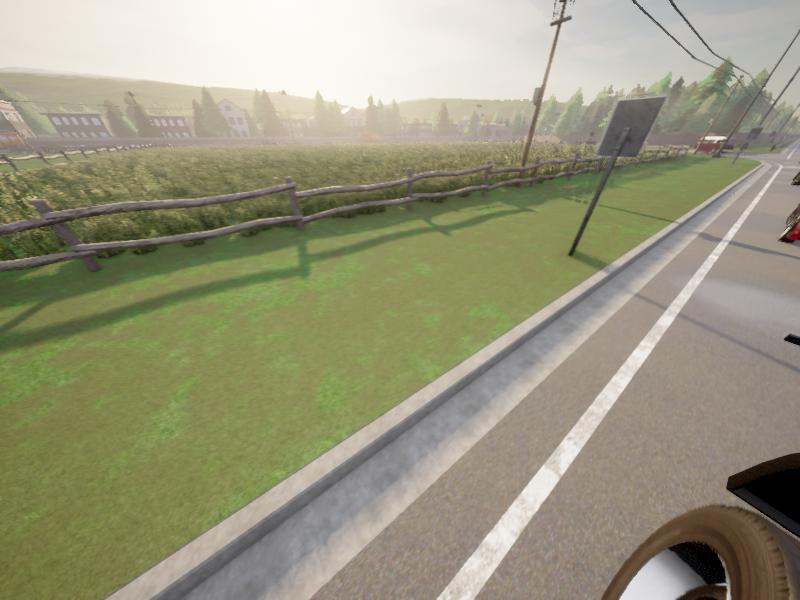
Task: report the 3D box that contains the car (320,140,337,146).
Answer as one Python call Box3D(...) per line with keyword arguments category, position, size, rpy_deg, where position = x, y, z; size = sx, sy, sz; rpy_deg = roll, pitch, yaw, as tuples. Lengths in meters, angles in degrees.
Box3D(category="car", position=(-24.111, -53.084, 78.019), size=(5.008, 1.535, 1.882), rpy_deg=(-22, 41, -28))

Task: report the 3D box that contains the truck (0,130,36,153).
Box3D(category="truck", position=(-83.659, -32.434, 47.305), size=(8.468, 3.827, 2.891), rpy_deg=(-22, 41, -28))

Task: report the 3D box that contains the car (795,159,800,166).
Box3D(category="car", position=(37.283, -12.662, 20.226), size=(4.792, 1.488, 2.163), rpy_deg=(-22, 41, -28))

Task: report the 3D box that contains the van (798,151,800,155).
Box3D(category="van", position=(58.123, -21.549, 31.811), size=(6.366, 2.431, 2.351), rpy_deg=(-22, 41, -28))

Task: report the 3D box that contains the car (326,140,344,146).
Box3D(category="car", position=(-21.289, -51.771, 76.128), size=(5.366, 1.575, 1.801), rpy_deg=(-22, 41, -28))

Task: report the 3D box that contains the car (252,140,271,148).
Box3D(category="car", position=(-37.895, -42.745, 63.202), size=(3.866, 1.878, 1.905), rpy_deg=(-22, 41, -28))

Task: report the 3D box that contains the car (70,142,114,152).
Box3D(category="car", position=(-66.963, -33.365, 50.374), size=(5.238, 1.638, 1.930), rpy_deg=(-22, 41, -28))

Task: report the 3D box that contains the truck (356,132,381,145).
Box3D(category="truck", position=(-11.449, -59.142, 84.498), size=(8.468, 3.827, 2.891), rpy_deg=(-22, 41, -28))

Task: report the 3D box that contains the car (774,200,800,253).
Box3D(category="car", position=(11.376, -2.052, 5.524), size=(4.181, 1.385, 1.994), rpy_deg=(-22, 41, -28))

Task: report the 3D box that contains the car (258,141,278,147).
Box3D(category="car", position=(-41.126, -48.644, 71.932), size=(4.792, 1.488, 2.163), rpy_deg=(-22, 41, -28))

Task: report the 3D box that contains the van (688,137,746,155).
Box3D(category="van", position=(44.647, -21.875, 32.735), size=(2.069, 2.038, 4.480), rpy_deg=(6, 35, 9))

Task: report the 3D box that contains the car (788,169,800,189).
Box3D(category="car", position=(22.931, -6.866, 12.021), size=(5.027, 1.651, 2.152), rpy_deg=(-22, 41, -28))
